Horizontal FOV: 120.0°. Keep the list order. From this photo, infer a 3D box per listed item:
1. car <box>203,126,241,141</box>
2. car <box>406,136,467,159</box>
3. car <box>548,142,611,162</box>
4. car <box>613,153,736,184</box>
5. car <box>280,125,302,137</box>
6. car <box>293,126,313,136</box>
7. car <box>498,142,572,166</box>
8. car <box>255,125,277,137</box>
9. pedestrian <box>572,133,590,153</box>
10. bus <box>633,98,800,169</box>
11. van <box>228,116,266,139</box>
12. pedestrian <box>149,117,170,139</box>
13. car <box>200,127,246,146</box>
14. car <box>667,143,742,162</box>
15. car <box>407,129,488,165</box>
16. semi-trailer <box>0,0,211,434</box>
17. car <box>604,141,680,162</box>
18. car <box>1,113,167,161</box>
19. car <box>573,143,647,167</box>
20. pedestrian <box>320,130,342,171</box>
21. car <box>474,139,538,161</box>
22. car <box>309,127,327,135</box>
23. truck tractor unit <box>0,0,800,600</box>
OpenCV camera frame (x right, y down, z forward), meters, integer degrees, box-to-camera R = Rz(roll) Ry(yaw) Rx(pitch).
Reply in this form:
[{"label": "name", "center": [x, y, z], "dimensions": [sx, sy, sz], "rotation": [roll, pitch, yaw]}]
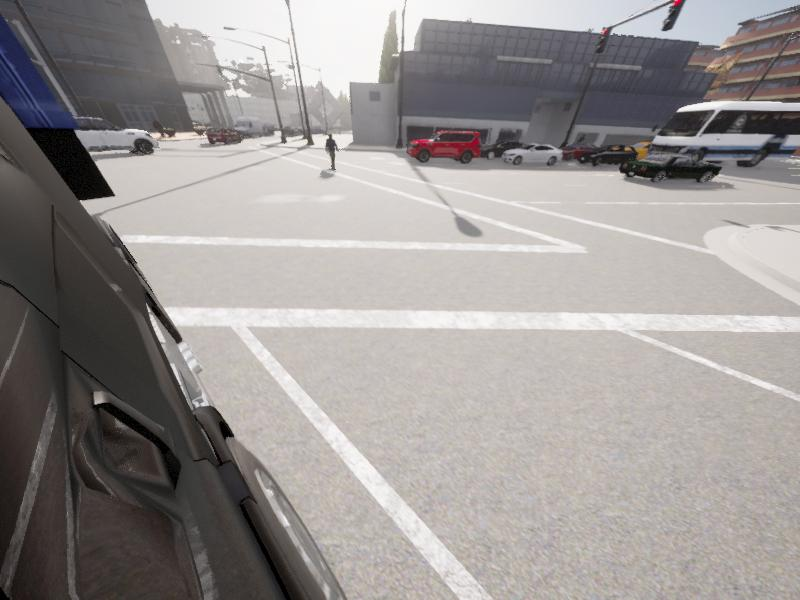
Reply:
[{"label": "car", "center": [-22.510, -21.287, 29.469], "dimensions": [1.816, 1.474, 4.193], "rotation": [-1, 37, -4]}, {"label": "car", "center": [3.208, -13.816, 20.920], "dimensions": [5.008, 1.535, 1.882], "rotation": [-1, 37, -5]}, {"label": "car", "center": [16.976, -14.104, 22.013], "dimensions": [4.181, 1.385, 1.994], "rotation": [-1, 37, -3]}, {"label": "car", "center": [15.830, -7.722, 13.542], "dimensions": [4.718, 1.301, 1.895], "rotation": [-2, 37, -4]}, {"label": "car", "center": [-20.149, -31.358, 42.918], "dimensions": [1.930, 1.638, 5.238], "rotation": [-1, 37, -4]}, {"label": "car", "center": [-20.191, -35.571, 48.541], "dimensions": [1.930, 1.638, 5.238], "rotation": [3, 37, 0]}, {"label": "car", "center": [10.778, -11.844, 18.737], "dimensions": [4.674, 1.442, 1.812], "rotation": [-2, 37, -4]}, {"label": "car", "center": [-23.568, -29.813, 40.742], "dimensions": [1.845, 1.501, 3.633], "rotation": [-1, 37, -5]}, {"label": "pedestrian", "center": [21.008, -18.203, 26.864], "dimensions": [0.751, 1.860, 0.751], "rotation": [-12, 39, -19]}, {"label": "bus", "center": [26.979, -13.455, 18.947], "dimensions": [10.273, 4.253, 3.944], "rotation": [-2, 37, -4]}, {"label": "van", "center": [-23.010, -26.201, 35.111], "dimensions": [1.988, 2.561, 5.915], "rotation": [-1, 37, -4]}, {"label": "pedestrian", "center": [-26.079, -18.626, 25.087], "dimensions": [0.751, 1.860, 0.751], "rotation": [-15, 40, -22]}, {"label": "car", "center": [-18.793, -17.644, 24.836], "dimensions": [1.816, 1.474, 4.193], "rotation": [0, 37, -3]}, {"label": "car", "center": [30.057, -14.648, 22.910], "dimensions": [4.674, 1.442, 1.812], "rotation": [-2, 37, -3]}, {"label": "car", "center": [3.509, -11.918, 17.975], "dimensions": [5.566, 2.045, 2.150], "rotation": [-1, 37, -5]}, {"label": "semi-trailer", "center": [-9.391, -3.011, 3.398], "dimensions": [14.254, 4.402, 2.717], "rotation": [19, 39, 21]}, {"label": "car", "center": [23.312, -14.407, 22.418], "dimensions": [5.008, 1.535, 1.882], "rotation": [-2, 37, -4]}, {"label": "car", "center": [-19.233, -10.357, 14.634], "dimensions": [2.150, 2.045, 5.566], "rotation": [19, 40, 20]}, {"label": "car", "center": [17.325, -12.057, 19.211], "dimensions": [4.193, 1.474, 1.816], "rotation": [-2, 37, -4]}, {"label": "pedestrian", "center": [-3.833, -8.328, 12.921], "dimensions": [0.751, 1.860, 0.751], "rotation": [-17, 41, -24]}, {"label": "car", "center": [9.670, -13.939, 21.448], "dimensions": [4.892, 1.490, 1.837], "rotation": [-2, 37, -4]}, {"label": "car", "center": [-19.201, -39.720, 54.280], "dimensions": [1.816, 1.474, 4.193], "rotation": [9, 37, 9]}, {"label": "truck tractor unit", "center": [-2.645, -0.295, 0.351], "dimensions": [6.516, 4.208, 3.053], "rotation": [28, 44, 30]}]
